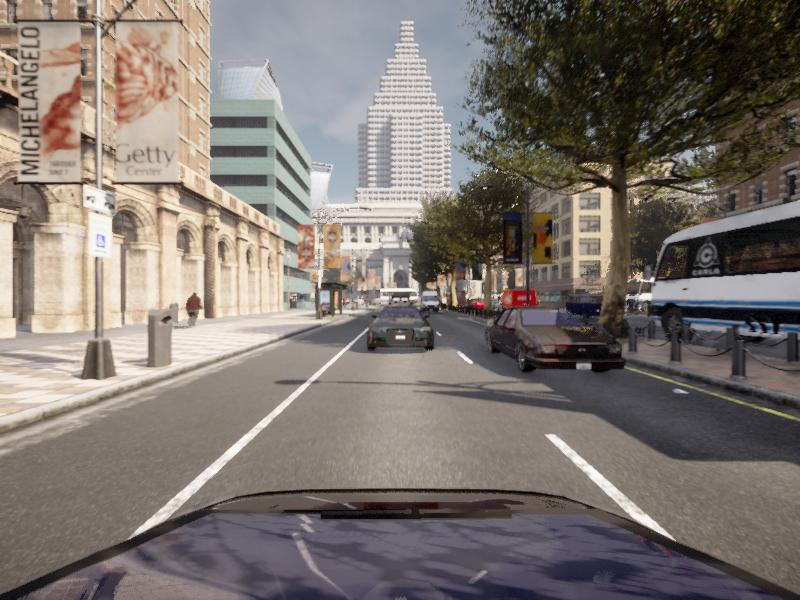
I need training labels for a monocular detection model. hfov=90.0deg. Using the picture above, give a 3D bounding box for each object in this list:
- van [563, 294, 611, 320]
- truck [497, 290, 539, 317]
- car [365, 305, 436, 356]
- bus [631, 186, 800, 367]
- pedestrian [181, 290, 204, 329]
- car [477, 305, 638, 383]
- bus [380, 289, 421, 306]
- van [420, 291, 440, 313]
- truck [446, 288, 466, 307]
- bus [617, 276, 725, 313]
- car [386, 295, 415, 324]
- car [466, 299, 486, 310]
[{"bbox_3d":[15.040,0.538,32.447,1.775,1.987,4.442,0,0,0],"label":"van"},{"bbox_3d":[11.546,0.286,39.660,2.627,2.467,5.204,0,0,0],"label":"truck"},{"bbox_3d":[0.017,0.881,13.361,1.994,1.385,4.181,0,0,0],"label":"car"},{"bbox_3d":[11.393,-0.555,11.176,3.944,4.253,10.273,0,0,0],"label":"bus"},{"bbox_3d":[-10.216,0.447,19.737,0.751,1.860,0.751,0,0,-4],"label":"pedestrian"},{"bbox_3d":[3.511,0.874,10.286,2.033,1.411,5.357,0,0,0],"label":"car"},{"bbox_3d":[0.149,-0.730,103.644,10.273,4.253,3.944,0,0,0],"label":"bus"},{"bbox_3d":[3.551,0.231,48.467,1.988,2.561,5.915,0,0,0],"label":"van"},{"bbox_3d":[11.605,-0.479,83.288,2.891,3.827,8.468,0,0,0],"label":"truck"},{"bbox_3d":[32.342,-0.624,48.118,10.273,4.253,3.944,0,0,-1],"label":"bus"},{"bbox_3d":[0.035,0.593,28.013,1.905,1.878,3.866,0,0,0],"label":"car"},{"bbox_3d":[11.571,0.642,61.245,2.242,1.667,4.611,0,0,0],"label":"car"}]
